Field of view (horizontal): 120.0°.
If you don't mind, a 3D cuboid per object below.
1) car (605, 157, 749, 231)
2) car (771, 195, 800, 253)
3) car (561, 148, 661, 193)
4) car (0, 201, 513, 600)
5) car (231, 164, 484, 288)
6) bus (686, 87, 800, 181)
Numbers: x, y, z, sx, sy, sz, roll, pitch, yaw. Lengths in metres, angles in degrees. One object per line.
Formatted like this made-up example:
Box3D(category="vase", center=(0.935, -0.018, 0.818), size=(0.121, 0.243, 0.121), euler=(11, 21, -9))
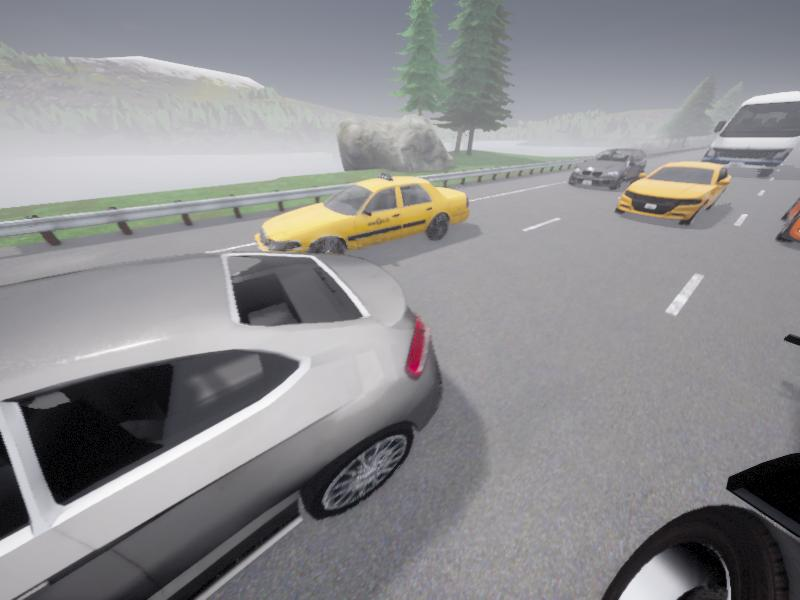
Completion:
Box3D(category="car", center=(9.548, -3.848, 7.930), size=(5.008, 1.535, 1.882), euler=(-22, 41, -28))
Box3D(category="car", center=(11.476, -2.277, 5.461), size=(4.553, 1.767, 2.097), euler=(-22, 41, -28))
Box3D(category="car", center=(11.260, -7.067, 12.359), size=(4.611, 1.667, 2.242), euler=(-22, 41, -28))
Box3D(category="car", center=(-2.044, 0.854, 1.307), size=(5.027, 1.651, 2.152), euler=(-22, 41, -28))
Box3D(category="car", center=(-0.598, -2.186, 5.633), size=(5.366, 1.575, 1.801), euler=(-22, 41, -28))
Box3D(category="bus", center=(25.157, -11.240, 15.910), size=(10.273, 4.253, 3.944), euler=(-22, 41, -28))
